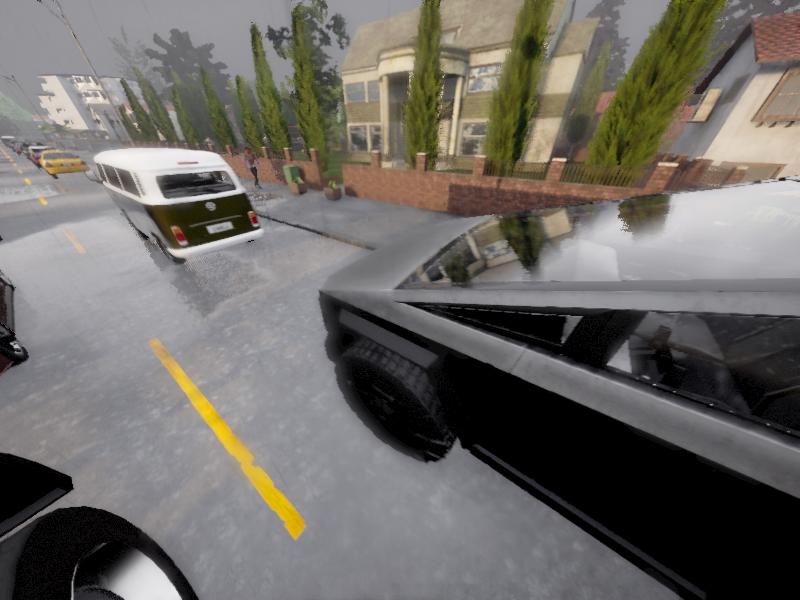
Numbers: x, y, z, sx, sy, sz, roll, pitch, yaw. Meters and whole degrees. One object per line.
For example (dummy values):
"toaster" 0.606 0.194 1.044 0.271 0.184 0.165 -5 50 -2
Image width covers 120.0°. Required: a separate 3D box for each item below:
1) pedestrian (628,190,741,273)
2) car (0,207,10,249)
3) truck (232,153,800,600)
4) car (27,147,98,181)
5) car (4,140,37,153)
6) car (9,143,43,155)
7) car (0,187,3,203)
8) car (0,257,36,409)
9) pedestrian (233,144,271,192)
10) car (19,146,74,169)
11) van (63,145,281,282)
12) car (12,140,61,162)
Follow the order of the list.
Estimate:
"pedestrian" 5.458 -1.341 4.524 0.751 1.300 0.751 -18 39 -25
"car" -12.000 -2.220 5.645 4.514 1.525 2.007 23 41 28
"truck" 2.299 0.643 1.205 6.274 2.098 2.390 23 41 28
"car" -22.667 -9.242 15.489 5.366 1.575 1.801 23 41 28
"car" -63.801 -25.908 38.852 4.611 1.667 2.242 22 41 28
"car" -53.406 -21.583 32.953 4.181 1.385 1.994 22 41 28
"car" -18.650 -4.900 9.399 4.514 1.525 2.007 23 41 28
"car" -6.190 0.190 2.416 4.181 1.385 1.994 23 41 28
"pedestrian" -6.897 -6.186 10.817 0.751 1.860 0.751 28 43 33
"car" -30.869 -12.520 20.169 3.806 1.475 1.970 23 41 28
"van" -5.375 -2.424 5.551 4.480 2.038 2.069 23 41 28
"car" -38.688 -15.910 24.570 4.605 1.855 1.932 22 41 28
